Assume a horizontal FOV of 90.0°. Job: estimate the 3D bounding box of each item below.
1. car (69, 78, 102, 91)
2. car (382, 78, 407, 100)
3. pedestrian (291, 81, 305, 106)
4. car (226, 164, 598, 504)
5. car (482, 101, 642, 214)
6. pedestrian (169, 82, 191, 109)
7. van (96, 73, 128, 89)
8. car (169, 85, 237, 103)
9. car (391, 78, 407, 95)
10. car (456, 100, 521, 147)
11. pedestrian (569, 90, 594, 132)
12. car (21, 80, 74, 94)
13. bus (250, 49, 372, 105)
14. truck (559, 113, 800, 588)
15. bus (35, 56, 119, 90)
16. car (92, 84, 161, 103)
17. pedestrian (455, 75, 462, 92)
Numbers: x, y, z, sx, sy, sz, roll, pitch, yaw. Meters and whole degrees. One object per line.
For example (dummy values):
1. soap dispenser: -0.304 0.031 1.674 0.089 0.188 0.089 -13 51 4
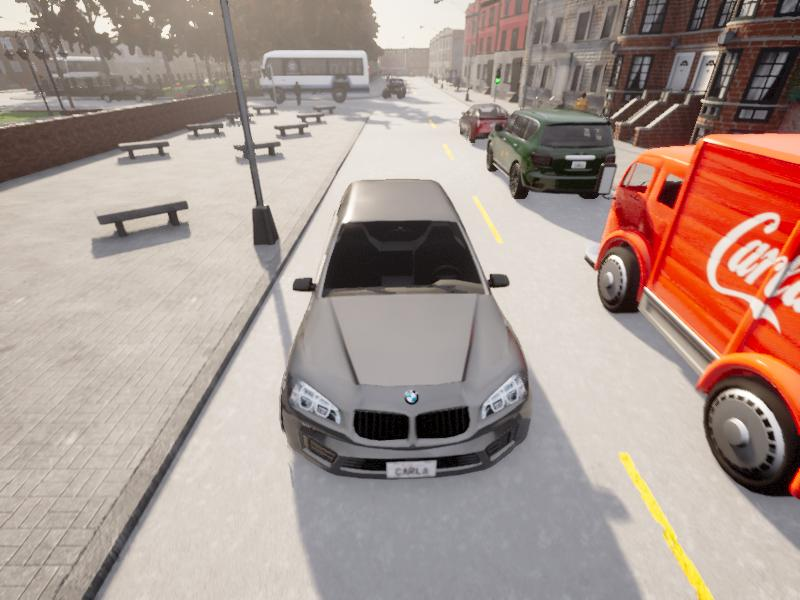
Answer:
1. car: -45.305 -31.154 57.739 1.845 1.501 3.633 -1 30 -1
2. car: -0.547 -22.800 43.112 1.905 1.878 3.866 5 31 9
3. pedestrian: -8.474 -17.143 33.197 0.751 1.860 0.751 0 30 0
4. car: -0.009 -0.274 4.814 2.242 1.667 4.611 -1 30 -2
5. car: 4.008 -4.313 11.350 2.150 2.045 5.566 0 30 0
6. pedestrian: -16.880 -15.698 30.723 0.751 1.860 0.751 1 30 1
7. van: -45.245 -34.494 63.003 1.775 1.987 4.442 -1 31 -2
8. car: -19.010 -20.012 38.831 5.357 1.411 2.033 0 30 1
9. car: -0.101 -27.189 50.865 1.930 1.638 5.238 0 30 0
10. car: 3.982 -8.378 18.816 2.007 1.525 4.514 0 30 0
11. pedestrian: 9.194 -9.616 20.349 0.751 1.860 0.751 11 32 17
12. car: -45.539 -27.615 51.823 2.033 1.411 5.357 1 30 1
13. bus: -8.047 -20.878 37.487 10.273 4.253 3.944 -5 31 -9
14. truck: 4.002 -0.197 3.892 2.627 2.467 5.204 0 30 0
15. bus: -49.262 -35.064 61.733 3.944 4.253 10.273 0 30 1
16. car: -26.436 -20.102 38.840 5.008 1.535 1.882 0 30 0
17. pedestrian: 7.684 -28.501 52.639 0.751 1.860 0.751 1 30 2
